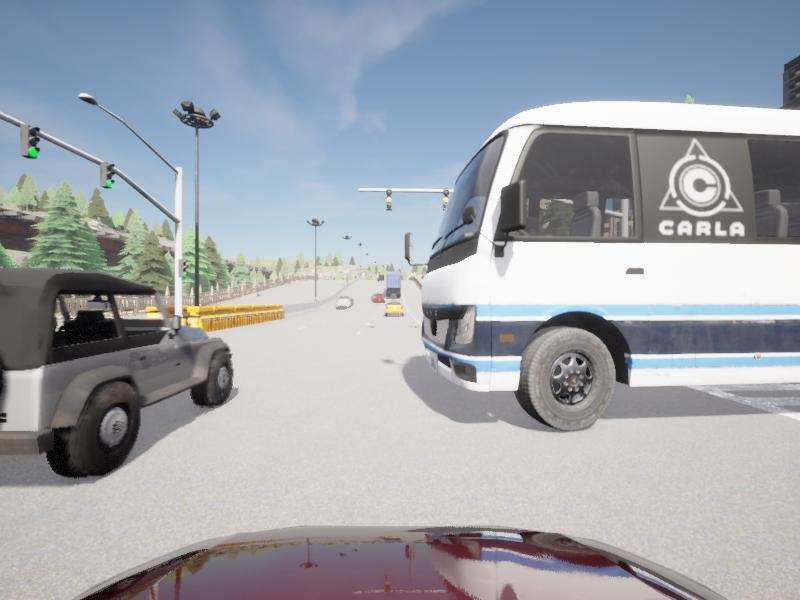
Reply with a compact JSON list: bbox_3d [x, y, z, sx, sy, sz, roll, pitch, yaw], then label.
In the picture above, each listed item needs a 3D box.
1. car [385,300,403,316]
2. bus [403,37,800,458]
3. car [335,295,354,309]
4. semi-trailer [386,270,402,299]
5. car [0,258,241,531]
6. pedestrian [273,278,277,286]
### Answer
[{"bbox_3d":[-0.603,0.782,42.818,1.801,1.575,5.366,0,1,-1],"label":"car"},{"bbox_3d":[5.364,-0.534,6.489,10.273,4.253,3.944,0,0,-5],"label":"bus"},{"bbox_3d":[-7.864,0.203,56.910,2.152,1.651,5.027,0,4,-1],"label":"car"},{"bbox_3d":[-1.229,-3.197,76.798,2.717,4.402,14.254,0,7,-1],"label":"semi-trailer"},{"bbox_3d":[-3.561,0.647,4.675,1.905,1.878,3.866,0,0,-1],"label":"car"},{"bbox_3d":[-30.027,-4.342,95.746,0.751,1.860,0.751,0,0,-1],"label":"pedestrian"}]
